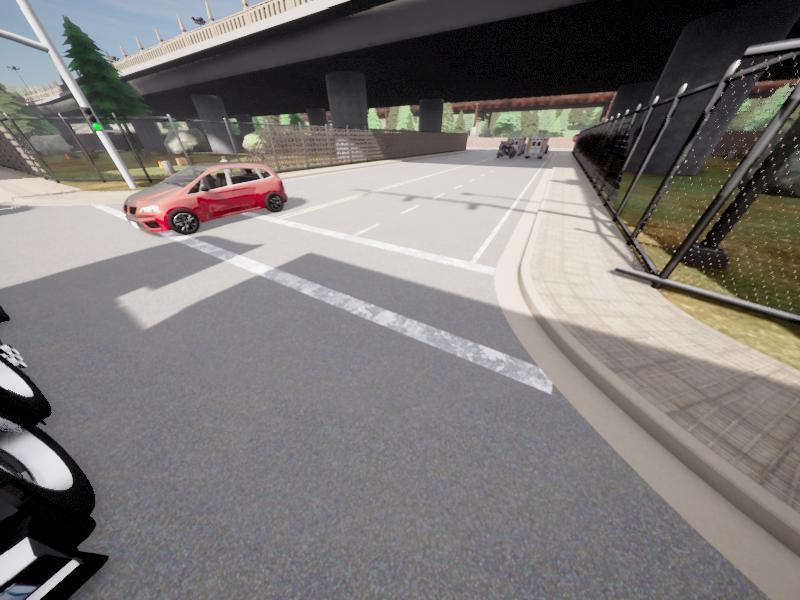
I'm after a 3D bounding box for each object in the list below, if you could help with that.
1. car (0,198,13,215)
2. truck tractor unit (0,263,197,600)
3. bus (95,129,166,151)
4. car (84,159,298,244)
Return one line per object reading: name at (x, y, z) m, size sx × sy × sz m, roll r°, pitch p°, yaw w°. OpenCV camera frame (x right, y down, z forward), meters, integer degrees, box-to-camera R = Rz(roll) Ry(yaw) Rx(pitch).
car at (-17.137, -3.561, 7.947) m, size 4.181 × 1.385 × 1.994 m, roll 5°, pitch 36°, yaw 6°
truck tractor unit at (-5.107, -0.307, 0.774) m, size 6.516 × 4.208 × 3.053 m, roll 19°, pitch 39°, yaw 24°
bus at (-67.987, -40.614, 58.727) m, size 3.944 × 4.253 × 10.273 m, roll 18°, pitch 39°, yaw 24°
car at (-6.320, -3.648, 7.831) m, size 2.242 × 1.667 × 4.611 m, roll 18°, pitch 38°, yaw 24°
